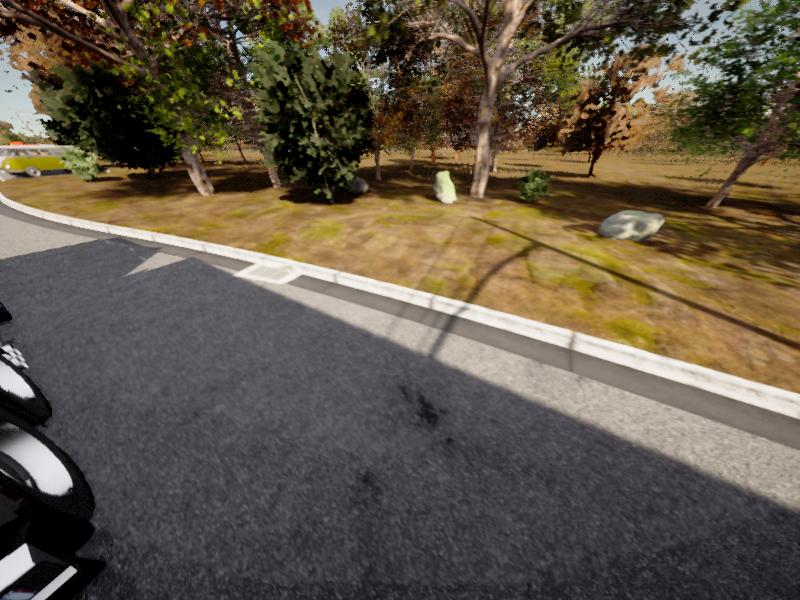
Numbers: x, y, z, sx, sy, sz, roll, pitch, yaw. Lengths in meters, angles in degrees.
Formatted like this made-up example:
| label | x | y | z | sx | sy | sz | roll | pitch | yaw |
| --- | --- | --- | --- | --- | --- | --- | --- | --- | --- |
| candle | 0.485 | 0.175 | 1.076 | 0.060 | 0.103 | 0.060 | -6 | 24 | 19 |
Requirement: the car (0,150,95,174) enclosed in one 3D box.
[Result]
| label | x | y | z | sx | sy | sz | roll | pitch | yaw |
| --- | --- | --- | --- | --- | --- | --- | --- | --- | --- |
| car | -33.083 | -12.873 | 21.406 | 1.946 | 1.575 | 5.366 | 8 | 35 | 13 |

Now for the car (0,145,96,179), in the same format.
| label | x | y | z | sx | sy | sz | roll | pitch | yaw |
| --- | --- | --- | --- | --- | --- | --- | --- | --- | --- |
| car | -28.291 | -11.006 | 18.242 | 1.878 | 1.987 | 4.442 | 8 | 35 | 12 |

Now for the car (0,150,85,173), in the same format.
| label | x | y | z | sx | sy | sz | roll | pitch | yaw |
| --- | --- | --- | --- | --- | --- | --- | --- | --- | --- |
| car | -35.594 | -13.627 | 22.526 | 1.946 | 1.575 | 5.366 | 9 | 35 | 13 |

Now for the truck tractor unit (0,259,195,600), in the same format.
| label | x | y | z | sx | sy | sz | roll | pitch | yaw |
| --- | --- | --- | --- | --- | --- | --- | --- | --- | --- |
| truck tractor unit | -5.087 | -0.326 | 0.791 | 6.516 | 4.208 | 3.053 | 19 | 39 | 24 |

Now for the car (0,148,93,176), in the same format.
| label | x | y | z | sx | sy | sz | roll | pitch | yaw |
| --- | --- | --- | --- | --- | --- | --- | --- | --- | --- |
| car | -30.713 | -11.907 | 19.758 | 2.185 | 1.767 | 4.553 | 8 | 35 | 13 |
